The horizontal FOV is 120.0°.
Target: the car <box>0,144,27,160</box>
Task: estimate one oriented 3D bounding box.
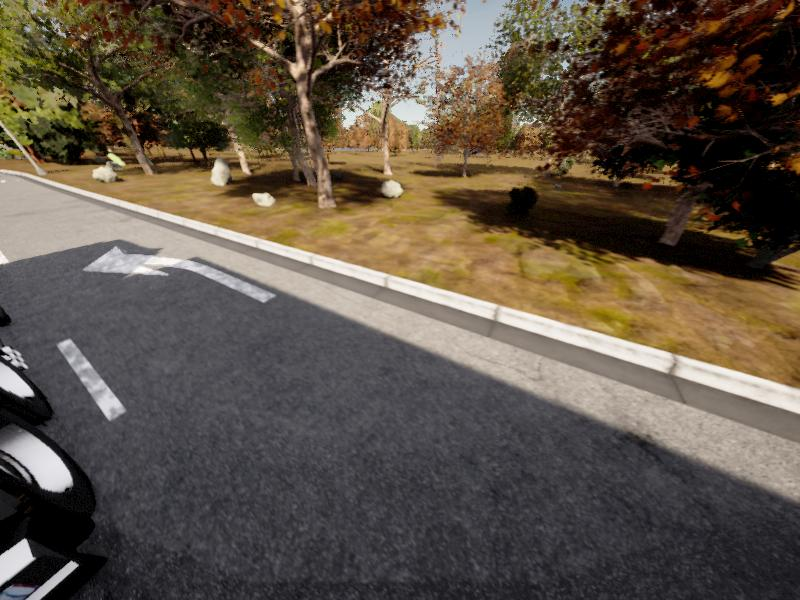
[{"bbox_3d":[-62.507,-22.845,35.701,1.878,1.987,4.442,9,35,13],"label":"car"}]

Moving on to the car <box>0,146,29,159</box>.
[{"bbox_3d":[-64.886,-23.783,37.261,2.185,1.767,4.553,9,35,14],"label":"car"}]

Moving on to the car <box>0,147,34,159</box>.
[{"bbox_3d":[-67.210,-24.785,38.953,1.946,1.575,5.366,9,35,14],"label":"car"}]

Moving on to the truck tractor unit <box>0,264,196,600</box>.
[{"bbox_3d":[-5.113,-0.297,0.791,6.516,4.208,3.053,18,39,24],"label":"truck tractor unit"}]
